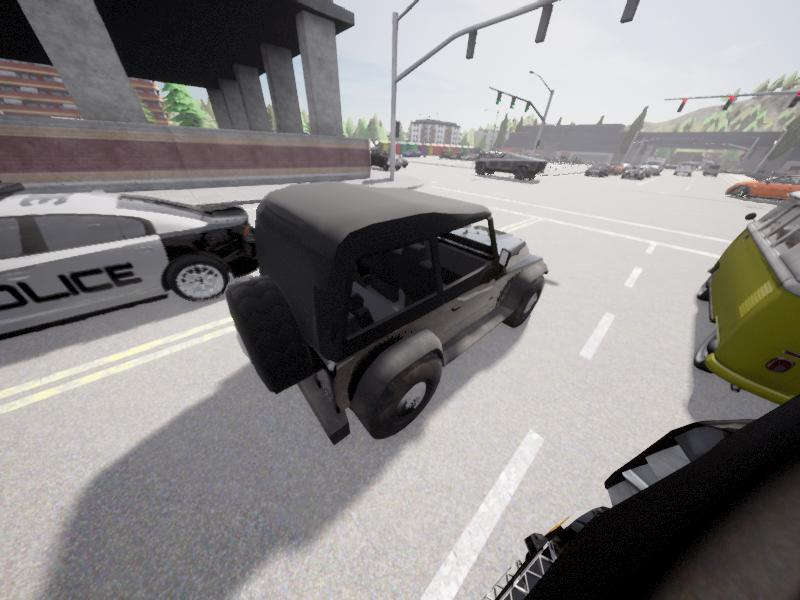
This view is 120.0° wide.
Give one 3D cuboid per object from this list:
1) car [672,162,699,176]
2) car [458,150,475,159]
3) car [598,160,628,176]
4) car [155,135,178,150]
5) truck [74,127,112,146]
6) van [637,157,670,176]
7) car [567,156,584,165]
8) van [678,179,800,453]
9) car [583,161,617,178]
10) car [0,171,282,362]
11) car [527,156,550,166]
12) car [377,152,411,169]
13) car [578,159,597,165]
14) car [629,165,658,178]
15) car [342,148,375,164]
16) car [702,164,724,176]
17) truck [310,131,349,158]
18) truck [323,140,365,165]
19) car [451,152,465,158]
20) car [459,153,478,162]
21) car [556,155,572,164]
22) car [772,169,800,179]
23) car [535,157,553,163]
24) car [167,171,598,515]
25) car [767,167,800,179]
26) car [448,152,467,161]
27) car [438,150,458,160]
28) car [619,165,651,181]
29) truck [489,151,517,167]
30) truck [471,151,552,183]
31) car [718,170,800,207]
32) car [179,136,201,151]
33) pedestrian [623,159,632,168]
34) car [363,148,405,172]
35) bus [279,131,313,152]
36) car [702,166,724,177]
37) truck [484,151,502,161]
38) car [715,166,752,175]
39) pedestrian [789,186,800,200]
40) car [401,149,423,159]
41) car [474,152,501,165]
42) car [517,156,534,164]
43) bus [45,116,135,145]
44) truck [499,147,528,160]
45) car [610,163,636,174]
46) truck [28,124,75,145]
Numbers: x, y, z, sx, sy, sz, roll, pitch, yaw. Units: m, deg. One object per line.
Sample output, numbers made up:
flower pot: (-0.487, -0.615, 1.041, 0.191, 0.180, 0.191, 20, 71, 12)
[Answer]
car: (51.889, -23.811, 41.947, 5.566, 2.045, 2.150, -24, 42, -35)
car: (18.749, -41.013, 65.216, 4.605, 1.855, 1.932, -24, 42, -35)
car: (32.226, -19.964, 34.873, 4.553, 1.767, 2.097, -24, 42, -35)
car: (-37.489, -25.264, 37.123, 1.905, 1.878, 3.866, -24, 42, -35)
truck: (-51.751, -27.612, 39.106, 2.615, 2.467, 5.204, -24, 42, -35)
van: (41.807, -21.987, 38.080, 6.366, 2.431, 2.351, -24, 42, -35)
car: (46.717, -37.060, 61.388, 4.605, 1.855, 1.932, -24, 42, -35)
van: (5.428, -0.143, 2.782, 4.442, 1.987, 1.775, -24, 42, -35)
car: (26.360, -17.235, 30.466, 4.856, 1.649, 2.033, -24, 42, -35)
car: (-4.756, -0.547, 2.926, 5.238, 1.638, 1.930, -24, 42, -35)
car: (28.812, -28.843, 47.946, 4.611, 1.667, 2.242, -24, 42, -35)
car: (-0.825, -17.114, 28.250, 1.816, 1.474, 4.193, -25, 42, -35)
car: (57.006, -41.871, 70.144, 1.970, 1.475, 3.806, -24, 42, -34)
car: (35.227, -18.572, 33.387, 4.181, 1.385, 1.994, -24, 42, -35)
car: (-5.932, -20.542, 32.876, 1.930, 1.638, 5.238, -25, 42, -35)
car: (63.705, -26.529, 47.097, 3.866, 1.878, 1.905, -24, 42, -35)
truck: (-13.337, -29.263, 43.483, 2.891, 3.827, 8.468, -25, 42, -35)
truck: (-7.123, -18.769, 29.363, 2.627, 2.467, 5.204, -25, 42, -35)
car: (16.881, -42.130, 67.139, 3.905, 1.438, 1.784, -24, 42, -35)
car: (14.793, -30.852, 50.038, 3.806, 1.475, 1.970, -24, 42, -35)
car: (44.851, -38.346, 63.189, 3.866, 1.878, 1.905, -24, 42, -35)
car: (87.277, -27.832, 51.057, 2.033, 1.649, 4.856, -24, 42, -35)
car: (38.214, -37.166, 61.326, 5.357, 1.415, 2.033, -24, 42, -35)
car: (0.275, -0.348, 2.784, 3.866, 1.878, 1.905, -24, 42, -35)
car: (89.503, -29.382, 53.356, 1.932, 1.855, 4.605, -25, 42, -35)
car: (12.888, -32.149, 51.790, 3.905, 1.438, 1.784, -24, 42, -35)
car: (11.092, -33.485, 53.285, 4.605, 1.855, 1.932, -24, 42, -35)
car: (29.845, -16.174, 29.265, 3.806, 1.475, 1.970, -24, 42, -35)
truck: (17.532, -23.969, 39.261, 4.478, 2.038, 2.069, -24, 42, -35)
truck: (10.403, -12.932, 22.256, 2.390, 2.098, 6.274, -25, 43, -35)
car: (26.120, -7.591, 15.707, 2.097, 1.767, 4.553, -5, 34, -12)
car: (-35.282, -26.260, 38.793, 1.905, 1.878, 3.866, -24, 42, -35)
pedestrian: (59.223, -35.624, 60.154, 0.751, 1.860, 0.751, 21, 37, 25)
car: (-1.824, -15.029, 24.671, 1.932, 1.855, 4.605, -25, 42, -35)
bus: (-26.997, -41.236, 60.094, 3.944, 4.253, 10.273, -25, 42, -35)
car: (58.513, -24.051, 43.239, 3.633, 1.501, 1.845, -24, 42, -35)
truck: (24.209, -37.505, 60.174, 4.478, 2.038, 2.069, -24, 42, -35)
car: (81.336, -31.718, 56.512, 2.038, 1.542, 4.974, -25, 42, -35)
pedestrian: (29.401, -8.108, 16.400, 0.751, 1.860, 0.751, 18, 36, 21)
car: (2.692, -33.630, 53.172, 4.611, 1.667, 2.242, -24, 42, -35)
car: (15.568, -25.137, 41.043, 4.605, 1.855, 1.932, -24, 42, -35)
car: (29.938, -33.428, 55.073, 3.806, 1.475, 1.970, -24, 42, -35)
bus: (-65.296, -36.019, 49.415, 10.273, 4.253, 3.944, -24, 42, -35)
truck: (41.490, -53.750, 84.659, 2.891, 3.827, 8.468, -23, 41, -33)
car: (37.945, -22.431, 39.311, 4.792, 1.488, 2.163, -24, 42, -35)
truck: (-54.986, -26.152, 36.659, 2.615, 2.467, 5.204, -24, 42, -35)
